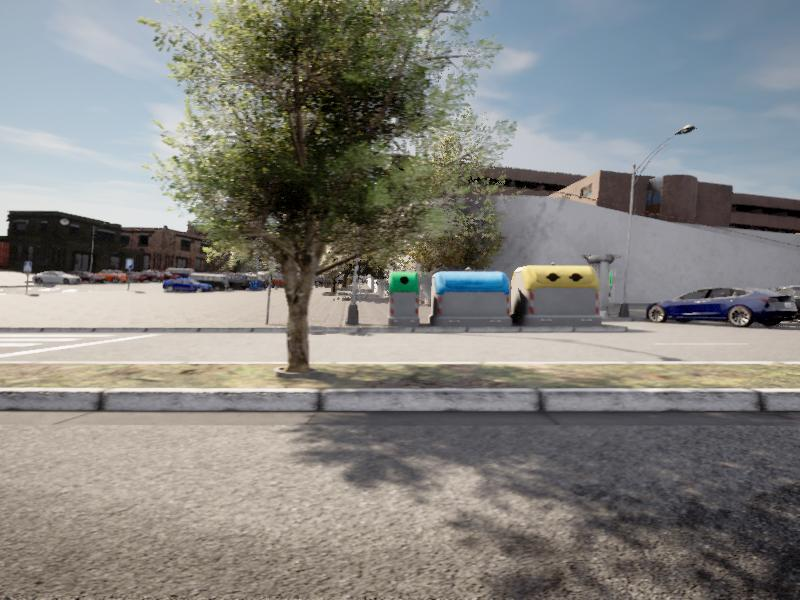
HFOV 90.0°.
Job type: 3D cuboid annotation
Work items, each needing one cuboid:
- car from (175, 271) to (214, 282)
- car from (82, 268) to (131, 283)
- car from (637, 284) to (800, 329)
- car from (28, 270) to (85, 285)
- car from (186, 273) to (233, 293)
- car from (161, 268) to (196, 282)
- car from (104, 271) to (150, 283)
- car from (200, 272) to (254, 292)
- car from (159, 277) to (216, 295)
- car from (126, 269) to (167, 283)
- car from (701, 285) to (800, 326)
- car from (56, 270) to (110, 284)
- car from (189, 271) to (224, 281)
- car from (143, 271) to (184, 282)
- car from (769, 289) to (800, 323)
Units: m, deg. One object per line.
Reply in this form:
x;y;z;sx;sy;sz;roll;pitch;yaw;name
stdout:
-33.940;-3.952;66.197;5.366;1.575;1.946;2;4;-4;car
-38.086;-3.150;52.025;4.553;1.767;2.185;2;5;-4;car
12.281;0.236;15.721;2.163;1.488;4.792;0;-1;-22;car
-39.713;-2.614;46.369;4.674;1.452;2.002;2;4;-5;car
-21.923;-1.977;46.213;4.442;1.987;1.878;3;5;-3;car
-35.037;-3.998;63.338;4.442;1.987;1.878;2;5;-4;car
-37.355;-3.184;54.868;4.792;1.488;2.163;2;5;-4;car
-21.160;-2.193;49.049;5.566;2.045;2.435;3;5;-3;car
-22.965;-1.576;43.373;5.008;1.535;2.097;3;5;-3;car
-36.491;-3.522;57.693;4.553;1.767;2.185;2;5;-4;car
15.247;0.207;15.814;2.231;1.521;4.892;0;-1;-22;car
-38.889;-2.810;49.208;4.792;1.488;2.163;2;4;-5;car
-33.331;-4.139;69.004;5.008;1.535;2.097;2;4;-4;car
-35.734;-3.585;60.541;5.008;1.535;2.097;2;4;-4;car
18.200;0.248;15.981;2.002;1.452;4.674;0;-1;-23;car
